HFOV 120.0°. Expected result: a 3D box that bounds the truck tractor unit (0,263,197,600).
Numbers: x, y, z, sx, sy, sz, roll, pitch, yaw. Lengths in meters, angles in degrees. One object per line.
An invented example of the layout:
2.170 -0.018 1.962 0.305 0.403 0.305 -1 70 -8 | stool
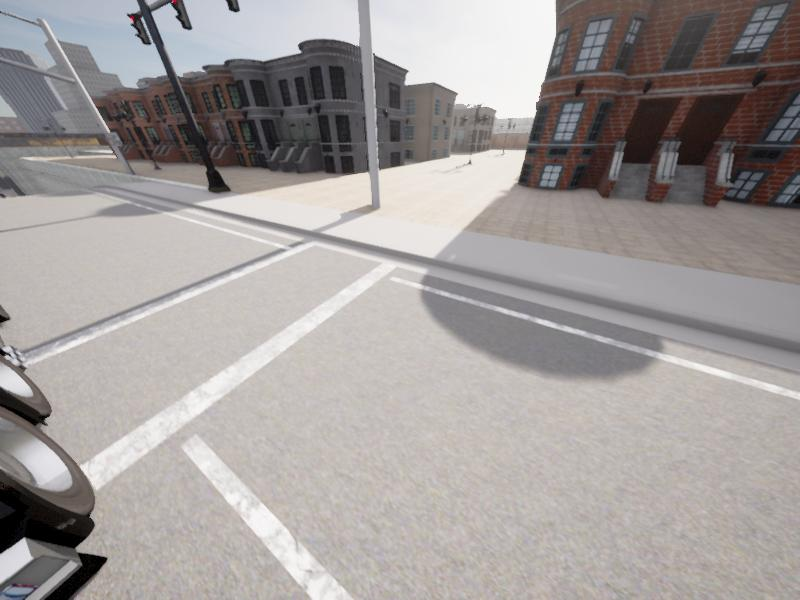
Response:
-5.115 -0.295 0.792 6.516 4.208 3.053 18 39 24 | truck tractor unit
